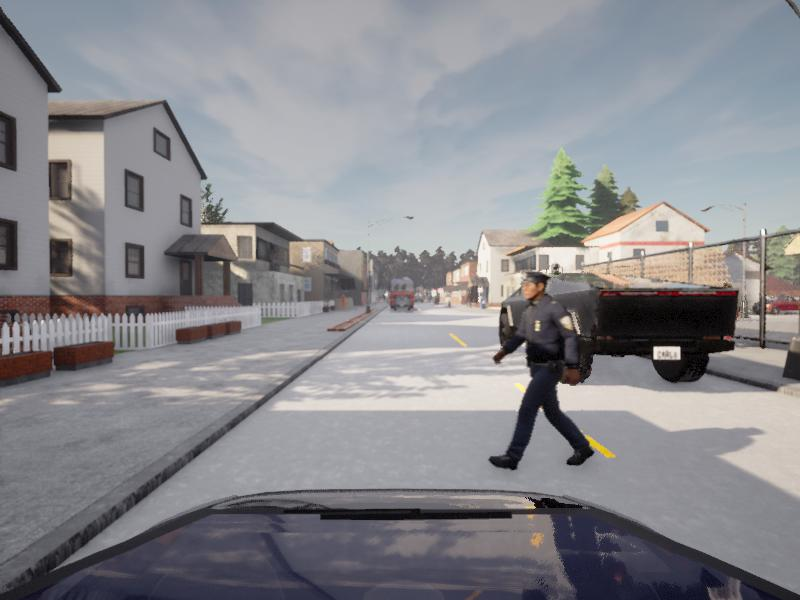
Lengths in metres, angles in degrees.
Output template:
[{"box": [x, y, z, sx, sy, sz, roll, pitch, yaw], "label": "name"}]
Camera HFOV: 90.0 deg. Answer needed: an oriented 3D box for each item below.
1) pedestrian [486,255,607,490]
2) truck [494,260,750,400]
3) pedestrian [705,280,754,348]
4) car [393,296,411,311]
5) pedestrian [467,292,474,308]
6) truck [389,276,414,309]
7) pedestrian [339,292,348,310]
[{"box": [1.266, 0.572, 3.583, 0.751, 1.860, 0.751, 0, 1, -7], "label": "pedestrian"}, {"box": [4.045, 0.416, 9.117, 2.390, 2.098, 6.274, 0, 1, 0], "label": "truck"}, {"box": [9.250, 0.379, 11.267, 0.751, 1.860, 0.751, 0, 1, 5], "label": "pedestrian"}, {"box": [0.217, 0.345, 42.533, 1.789, 1.549, 3.705, 0, 1, 0], "label": "car"}, {"box": [8.393, -0.010, 47.909, 0.751, 1.860, 0.751, 0, 1, 4], "label": "pedestrian"}, {"box": [0.239, -0.875, 50.797, 2.891, 3.827, 8.468, 0, 1, 0], "label": "truck"}, {"box": [-5.733, 0.093, 40.371, 0.751, 1.860, 0.751, 0, 1, 3], "label": "pedestrian"}]
